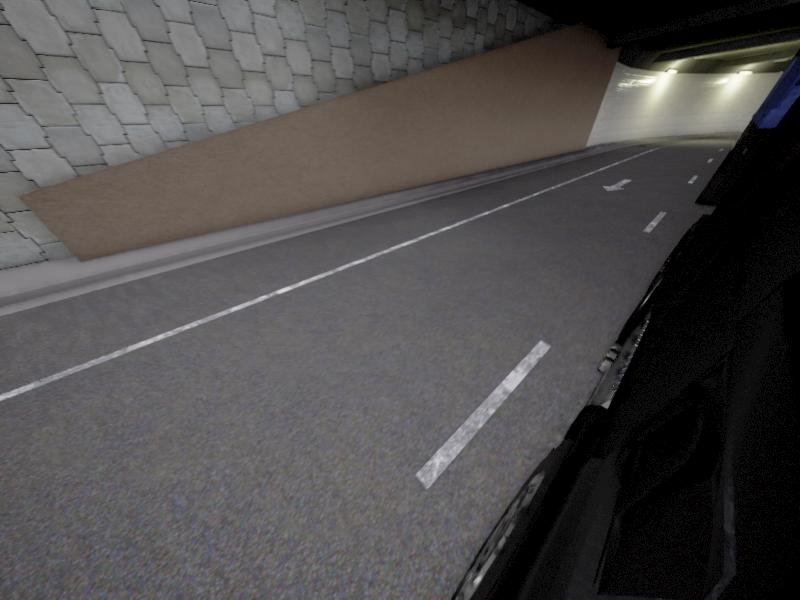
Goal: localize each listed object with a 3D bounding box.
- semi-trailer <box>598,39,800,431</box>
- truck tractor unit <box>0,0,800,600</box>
[{"bbox_3d":[8.683,-3.611,4.248,14.254,4.402,2.717,-28,43,-30],"label":"semi-trailer"},{"bbox_3d":[2.645,-0.295,0.352,6.516,4.208,3.053,-28,44,-30],"label":"truck tractor unit"}]
